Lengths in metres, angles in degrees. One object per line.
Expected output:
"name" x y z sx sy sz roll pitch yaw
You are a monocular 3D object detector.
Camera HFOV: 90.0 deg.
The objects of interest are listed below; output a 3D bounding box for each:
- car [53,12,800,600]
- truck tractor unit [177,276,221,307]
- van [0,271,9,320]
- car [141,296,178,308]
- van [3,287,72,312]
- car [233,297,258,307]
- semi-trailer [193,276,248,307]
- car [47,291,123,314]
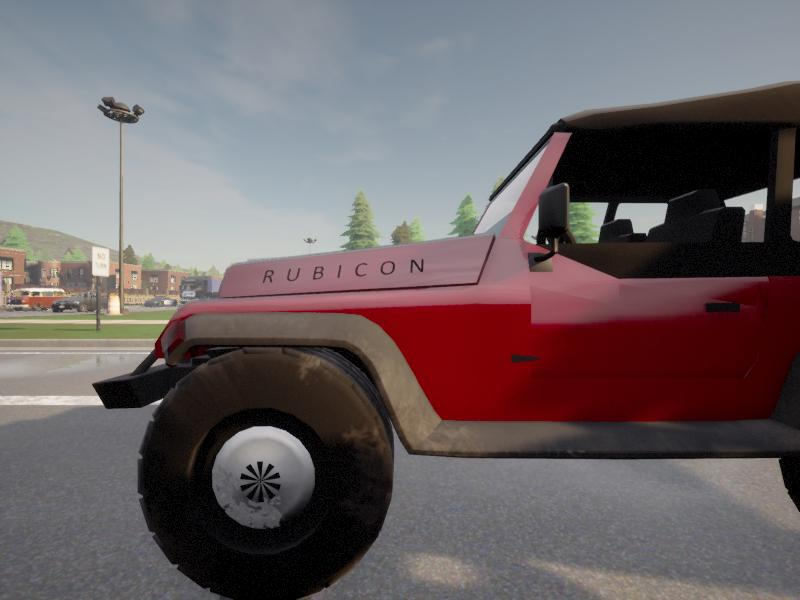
"car" 0.853 0.046 2.203 3.866 1.878 1.905 0 0 0
"truck tractor unit" -28.591 -1.125 57.221 3.053 4.208 6.516 0 0 -1
"van" -21.124 -0.223 17.245 2.351 2.431 6.366 0 0 -1
"car" -32.066 0.228 53.487 2.038 1.542 4.974 0 0 -1
"van" -31.843 -0.030 35.337 2.069 2.038 4.480 0 0 -1
"car" -21.596 0.269 56.211 1.812 1.442 4.674 0 0 -1
"semi-trailer" -28.720 -1.219 65.137 2.717 4.402 14.254 0 0 -1
"car" -24.800 0.179 31.802 2.152 1.651 5.027 0 0 -1
